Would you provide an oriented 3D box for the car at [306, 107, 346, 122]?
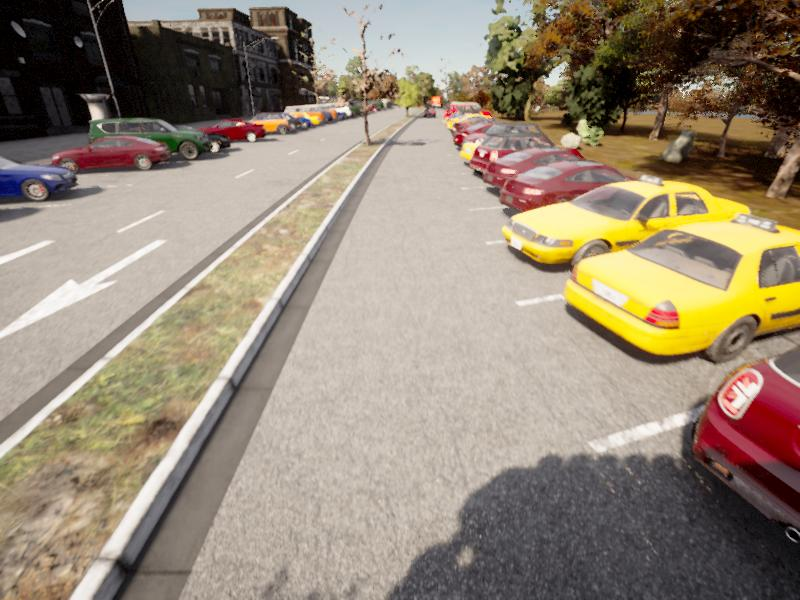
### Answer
[{"bbox_3d":[-9.768,-24.540,52.861,5.008,1.535,2.097,-8,27,-12],"label":"car"}]

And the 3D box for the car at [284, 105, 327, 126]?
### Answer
[{"bbox_3d":[-10.560,-20.652,44.791,4.442,1.987,1.878,-8,28,-12],"label":"car"}]

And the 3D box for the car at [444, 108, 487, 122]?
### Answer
[{"bbox_3d":[8.285,-23.384,50.502,4.792,1.488,2.163,-6,28,-13],"label":"car"}]

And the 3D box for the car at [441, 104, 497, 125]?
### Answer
[{"bbox_3d":[7.692,-20.926,45.107,5.566,2.045,2.435,-6,28,-13],"label":"car"}]

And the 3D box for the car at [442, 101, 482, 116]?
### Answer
[{"bbox_3d":[9.780,-30.401,63.543,5.566,2.045,2.435,-6,28,-13],"label":"car"}]

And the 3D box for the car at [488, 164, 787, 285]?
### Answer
[{"bbox_3d":[4.790,-1.754,8.335,5.366,1.575,1.946,-8,29,-17],"label":"car"}]

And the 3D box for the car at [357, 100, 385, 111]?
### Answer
[{"bbox_3d":[-6.086,-41.181,84.680,5.566,2.045,2.435,-7,28,-12],"label":"car"}]

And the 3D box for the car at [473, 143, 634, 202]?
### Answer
[{"bbox_3d":[5.140,-4.448,13.678,4.674,1.452,2.002,-8,28,-16],"label":"car"}]

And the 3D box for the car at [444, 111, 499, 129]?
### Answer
[{"bbox_3d":[7.091,-17.994,39.953,4.892,1.521,2.231,-6,28,-13],"label":"car"}]

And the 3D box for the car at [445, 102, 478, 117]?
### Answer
[{"bbox_3d":[9.339,-29.007,60.884,4.442,1.987,1.878,-6,28,-13],"label":"car"}]

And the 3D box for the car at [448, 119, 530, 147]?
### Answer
[{"bbox_3d":[5.877,-11.209,26.813,4.792,1.488,2.163,-7,28,-14],"label":"car"}]

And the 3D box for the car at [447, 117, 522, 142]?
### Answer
[{"bbox_3d":[6.144,-12.572,29.466,4.792,1.488,2.163,-7,28,-14],"label":"car"}]

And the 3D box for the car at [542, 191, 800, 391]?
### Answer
[{"bbox_3d":[5.074,-0.454,5.813,5.366,1.575,1.946,-8,28,-17],"label":"car"}]

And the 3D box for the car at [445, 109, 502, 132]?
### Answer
[{"bbox_3d":[6.800,-16.753,37.260,4.553,1.767,2.185,-6,28,-13],"label":"car"}]

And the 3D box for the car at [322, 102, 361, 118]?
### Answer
[{"bbox_3d":[-8.883,-28.856,60.712,5.566,2.045,2.435,-8,28,-12],"label":"car"}]

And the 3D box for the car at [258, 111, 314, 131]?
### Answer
[{"bbox_3d":[-11.251,-17.694,39.529,5.008,1.535,2.097,-8,28,-13],"label":"car"}]

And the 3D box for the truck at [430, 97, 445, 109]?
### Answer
[{"bbox_3d":[9.191,-48.041,97.496,2.627,2.467,5.204,7,25,15],"label":"truck"}]

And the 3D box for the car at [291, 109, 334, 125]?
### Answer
[{"bbox_3d":[-10.398,-21.772,47.537,4.792,1.488,2.163,-8,28,-12],"label":"car"}]

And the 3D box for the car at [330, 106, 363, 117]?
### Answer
[{"bbox_3d":[-8.520,-29.983,63.520,4.792,1.488,2.163,-8,27,-12],"label":"car"}]

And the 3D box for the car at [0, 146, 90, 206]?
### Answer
[{"bbox_3d":[-13.197,-3.898,12.729,4.674,1.452,2.002,-9,28,-16],"label":"car"}]

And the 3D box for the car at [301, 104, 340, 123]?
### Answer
[{"bbox_3d":[-9.962,-23.391,50.124,4.442,1.987,1.878,-8,27,-12],"label":"car"}]

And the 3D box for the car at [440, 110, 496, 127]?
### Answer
[{"bbox_3d":[7.198,-19.327,42.534,5.366,1.575,1.946,-6,28,-13],"label":"car"}]

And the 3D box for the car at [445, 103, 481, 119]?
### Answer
[{"bbox_3d":[8.745,-26.299,55.614,4.442,1.987,1.878,-6,28,-13],"label":"car"}]

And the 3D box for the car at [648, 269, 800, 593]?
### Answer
[{"bbox_3d":[4.819,0.819,3.060,4.553,1.767,2.185,-8,28,-17],"label":"car"}]

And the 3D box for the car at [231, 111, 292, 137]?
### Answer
[{"bbox_3d":[-11.745,-15.058,34.117,4.553,1.767,2.185,-8,28,-13],"label":"car"}]

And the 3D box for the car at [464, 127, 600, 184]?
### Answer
[{"bbox_3d":[5.232,-5.944,16.227,4.553,1.767,2.185,-8,28,-16],"label":"car"}]

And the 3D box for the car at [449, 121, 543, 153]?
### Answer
[{"bbox_3d":[5.712,-9.891,24.183,5.008,1.535,2.097,-7,28,-15],"label":"car"}]

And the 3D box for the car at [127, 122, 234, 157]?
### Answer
[{"bbox_3d":[-12.632,-9.444,23.452,5.008,1.535,2.097,-9,28,-15],"label":"car"}]

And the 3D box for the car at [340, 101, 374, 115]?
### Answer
[{"bbox_3d":[-7.611,-34.334,71.376,5.566,2.045,2.435,-7,27,-12],"label":"car"}]

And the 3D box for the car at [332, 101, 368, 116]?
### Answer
[{"bbox_3d":[-8.223,-31.601,66.054,5.566,2.045,2.435,-8,27,-12],"label":"car"}]

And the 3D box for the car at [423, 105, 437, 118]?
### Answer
[{"bbox_3d":[4.569,-28.683,60.724,1.851,1.617,3.988,2,27,5],"label":"car"}]

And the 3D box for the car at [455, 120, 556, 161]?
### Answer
[{"bbox_3d":[5.581,-8.653,21.500,4.553,1.767,2.185,-7,29,-15],"label":"car"}]

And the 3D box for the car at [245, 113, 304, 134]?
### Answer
[{"bbox_3d":[-11.499,-16.319,36.853,4.892,1.521,2.231,-8,28,-13],"label":"car"}]

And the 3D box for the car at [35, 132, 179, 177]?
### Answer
[{"bbox_3d":[-12.943,-6.652,18.096,4.674,1.452,2.002,-9,28,-15],"label":"car"}]

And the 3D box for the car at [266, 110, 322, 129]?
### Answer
[{"bbox_3d":[-11.138,-19.039,42.151,5.366,1.575,1.946,-8,28,-13],"label":"car"}]

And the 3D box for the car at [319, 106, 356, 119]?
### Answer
[{"bbox_3d":[-9.160,-27.273,58.179,5.008,1.535,2.097,-8,27,-12],"label":"car"}]

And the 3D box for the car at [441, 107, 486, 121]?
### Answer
[{"bbox_3d":[8.375,-24.741,53.068,5.366,1.575,1.946,-6,28,-13],"label":"car"}]

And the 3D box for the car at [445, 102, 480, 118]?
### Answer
[{"bbox_3d":[9.042,-27.653,58.250,4.442,1.987,1.878,-6,28,-13],"label":"car"}]

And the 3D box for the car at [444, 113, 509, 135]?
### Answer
[{"bbox_3d":[6.566,-15.294,34.696,5.008,1.535,2.097,-7,28,-13],"label":"car"}]

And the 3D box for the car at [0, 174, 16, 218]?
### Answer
[{"bbox_3d":[-13.287,-2.519,10.038,4.674,1.452,2.002,-10,29,-16],"label":"car"}]

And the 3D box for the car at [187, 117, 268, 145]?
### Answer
[{"bbox_3d":[-12.227,-12.194,28.812,5.008,1.535,2.097,-8,28,-14],"label":"car"}]

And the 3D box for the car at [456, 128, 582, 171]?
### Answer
[{"bbox_3d":[5.573,-7.215,18.973,5.366,1.575,1.946,-7,28,-15],"label":"car"}]

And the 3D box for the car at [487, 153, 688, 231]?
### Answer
[{"bbox_3d":[5.042,-3.096,11.046,4.674,1.452,2.002,-8,28,-16],"label":"car"}]

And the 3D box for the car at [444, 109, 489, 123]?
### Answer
[{"bbox_3d":[7.932,-22.021,47.849,4.792,1.488,2.163,-6,28,-13],"label":"car"}]

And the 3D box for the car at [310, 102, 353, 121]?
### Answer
[{"bbox_3d":[-9.491,-26.124,55.395,5.566,2.045,2.435,-8,28,-12],"label":"car"}]

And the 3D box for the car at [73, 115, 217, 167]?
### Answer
[{"bbox_3d":[-12.774,-8.297,20.663,5.566,2.045,2.435,-9,28,-15],"label":"car"}]
